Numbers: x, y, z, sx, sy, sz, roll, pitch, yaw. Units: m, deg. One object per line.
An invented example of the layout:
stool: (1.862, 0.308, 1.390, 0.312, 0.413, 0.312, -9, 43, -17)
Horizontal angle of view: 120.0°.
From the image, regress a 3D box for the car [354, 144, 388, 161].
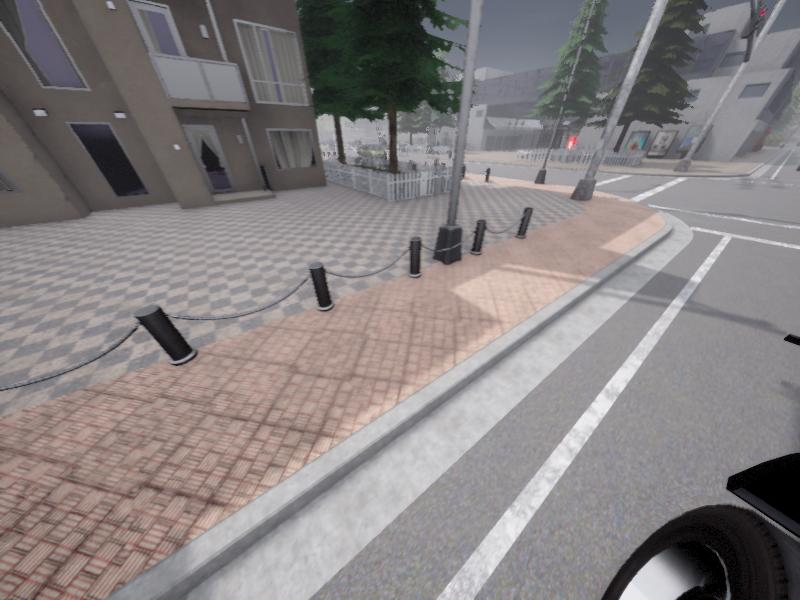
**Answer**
car: (-3.590, -18.276, 28.536, 2.007, 1.525, 4.514, -24, 41, -29)

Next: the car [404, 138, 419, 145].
car: (3.477, -47.926, 69.808, 1.932, 1.855, 4.605, -23, 41, -29)

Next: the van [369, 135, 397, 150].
van: (-3.754, -35.137, 51.525, 5.915, 2.561, 1.988, -23, 41, -29)

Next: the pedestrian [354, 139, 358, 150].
pedestrian: (-9.635, -34.133, 50.701, 0.751, 1.860, 0.751, -3, 35, -3)

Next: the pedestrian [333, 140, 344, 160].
pedestrian: (-7.093, -17.313, 26.609, 0.751, 1.860, 0.751, -27, 43, -32)

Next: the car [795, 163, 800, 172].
car: (31.233, -10.174, 16.842, 4.181, 1.385, 1.994, -22, 41, -28)

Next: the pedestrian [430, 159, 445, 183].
pedestrian: (2.034, -7.079, 12.675, 0.500, 1.100, 0.500, -26, 43, -32)

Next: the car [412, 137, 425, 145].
car: (5.579, -49.133, 71.463, 1.905, 1.878, 3.866, -23, 41, -29)

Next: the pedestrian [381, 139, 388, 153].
pedestrian: (-2.539, -24.723, 37.066, 0.751, 1.860, 0.751, -27, 43, -32)
